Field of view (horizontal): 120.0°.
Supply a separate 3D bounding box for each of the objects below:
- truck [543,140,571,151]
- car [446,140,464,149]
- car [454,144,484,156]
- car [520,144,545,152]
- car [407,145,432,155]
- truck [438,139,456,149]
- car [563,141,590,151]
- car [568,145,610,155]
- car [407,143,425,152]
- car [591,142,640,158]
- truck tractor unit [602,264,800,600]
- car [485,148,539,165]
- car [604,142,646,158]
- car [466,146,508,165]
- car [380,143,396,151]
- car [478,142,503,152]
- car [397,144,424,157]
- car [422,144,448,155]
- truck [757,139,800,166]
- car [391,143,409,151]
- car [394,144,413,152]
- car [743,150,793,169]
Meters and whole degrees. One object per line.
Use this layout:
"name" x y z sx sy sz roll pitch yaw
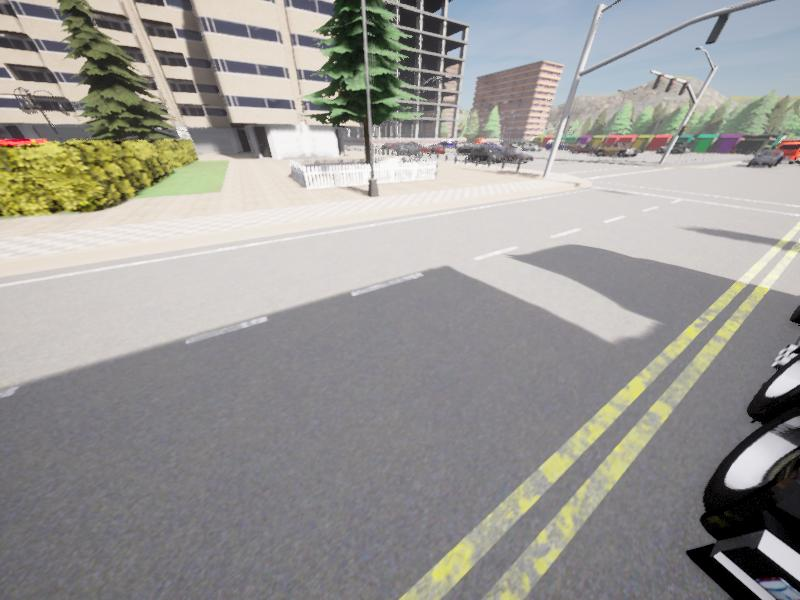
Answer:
"truck" 35.728 -35.223 52.716 2.069 2.038 4.478 -18 39 -24
"car" 15.087 -42.639 63.326 1.932 1.855 4.605 -18 39 -24
"car" 11.836 -26.167 40.258 1.882 1.535 5.008 -18 38 -24
"car" 28.221 -32.483 49.310 1.970 1.475 3.806 -18 39 -24
"car" 3.363 -26.479 40.840 1.895 1.301 4.718 -18 39 -24
"truck" 12.614 -41.866 62.030 2.069 2.038 4.478 -18 39 -24
"car" 42.820 -37.490 56.194 1.932 1.855 4.605 -18 39 -24
"car" 33.732 -27.001 41.491 2.033 1.415 5.357 -18 39 -24
"car" 3.547 -34.330 51.966 1.812 1.442 4.674 -18 39 -25
"car" 32.059 -22.433 34.516 1.932 1.855 4.605 -18 39 -24
"truck tractor unit" 5.110 -0.302 0.782 6.516 4.208 3.053 -18 39 -24
"car" 12.998 -16.981 27.227 2.033 1.411 5.357 -18 39 -24
"car" 34.594 -23.219 35.671 1.905 1.878 3.866 -18 39 -24
"car" 9.722 -16.324 26.070 1.851 1.617 3.988 -18 39 -24
"car" -2.832 -36.655 55.240 1.812 1.442 4.674 -18 39 -24
"car" 20.134 -34.162 51.517 2.242 1.667 4.611 -18 39 -24
"car" 1.588 -24.344 37.559 2.038 1.542 4.974 -18 39 -24
"car" 6.263 -27.675 42.416 2.163 1.488 4.792 -18 39 -24
"truck" 46.673 -17.730 27.660 5.204 2.467 2.627 -17 39 -23
"car" -0.093 -37.920 57.121 2.033 1.411 5.357 -18 39 -24
"car" 0.672 -33.132 50.351 1.895 1.301 4.718 -18 39 -24
"car" 38.539 -14.808 24.222 3.633 1.501 1.845 -18 39 -24
